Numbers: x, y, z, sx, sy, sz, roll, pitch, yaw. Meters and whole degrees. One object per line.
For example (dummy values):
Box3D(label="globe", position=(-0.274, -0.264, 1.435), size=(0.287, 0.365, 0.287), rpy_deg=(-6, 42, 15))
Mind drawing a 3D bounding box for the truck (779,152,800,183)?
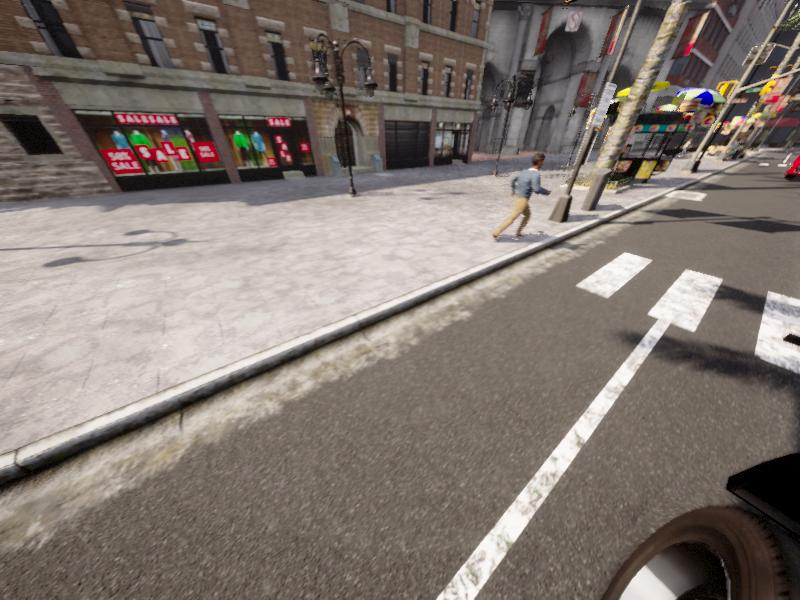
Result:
Box3D(label="truck", position=(26.629, -9.298, 13.532), size=(8.468, 3.827, 2.891), rpy_deg=(-22, 41, -28))

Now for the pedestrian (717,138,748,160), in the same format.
Box3D(label="pedestrian", position=(32.864, -14.936, 22.864), size=(0.751, 1.860, 0.751), rpy_deg=(-2, 35, -2))

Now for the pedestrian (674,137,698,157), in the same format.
Box3D(label="pedestrian", position=(33.593, -17.945, 27.120), size=(0.751, 1.860, 0.751), rpy_deg=(4, 35, 6))

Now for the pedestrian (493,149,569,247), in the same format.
Box3D(label="pedestrian", position=(2.730, -2.194, 5.071), size=(0.751, 1.860, 0.751), rpy_deg=(2, 35, 3))
